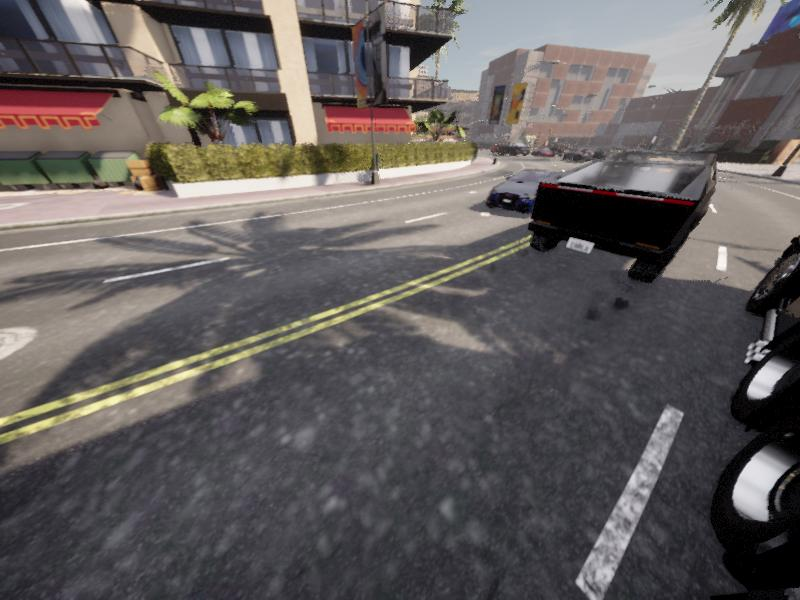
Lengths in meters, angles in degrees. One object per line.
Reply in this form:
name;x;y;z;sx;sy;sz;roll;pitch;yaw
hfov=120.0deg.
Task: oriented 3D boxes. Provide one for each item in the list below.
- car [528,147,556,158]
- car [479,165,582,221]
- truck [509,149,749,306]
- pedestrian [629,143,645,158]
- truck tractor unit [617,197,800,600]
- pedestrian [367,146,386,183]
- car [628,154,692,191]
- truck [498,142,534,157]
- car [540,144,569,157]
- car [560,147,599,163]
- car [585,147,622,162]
car;24.693;-25.733;40.291;1.994;1.385;4.181;-3;35;-4
car;5.383;-4.541;9.459;4.181;1.385;1.994;-28;43;-34
truck;5.778;-2.399;5.701;6.274;2.098;2.390;-24;42;-31
pedestrian;35.789;-22.553;34.940;0.751;1.860;0.751;-6;35;-9
truck tractor unit;4.990;-0.406;0.938;6.516;4.208;3.053;-23;41;-29
pedestrian;-1.411;-8.260;14.109;0.751;1.860;0.751;-24;41;-31
car;16.074;-8.198;14.603;1.801;1.575;5.366;24;41;31
truck;20.874;-27.340;41.976;2.390;2.098;6.274;-6;35;-9
car;27.854;-27.119;41.848;1.905;1.878;3.866;-5;35;-7
car;24.528;-20.073;31.796;2.242;1.667;4.611;5;35;7
car;28.090;-20.249;32.114;1.851;1.617;3.988;4;35;6
